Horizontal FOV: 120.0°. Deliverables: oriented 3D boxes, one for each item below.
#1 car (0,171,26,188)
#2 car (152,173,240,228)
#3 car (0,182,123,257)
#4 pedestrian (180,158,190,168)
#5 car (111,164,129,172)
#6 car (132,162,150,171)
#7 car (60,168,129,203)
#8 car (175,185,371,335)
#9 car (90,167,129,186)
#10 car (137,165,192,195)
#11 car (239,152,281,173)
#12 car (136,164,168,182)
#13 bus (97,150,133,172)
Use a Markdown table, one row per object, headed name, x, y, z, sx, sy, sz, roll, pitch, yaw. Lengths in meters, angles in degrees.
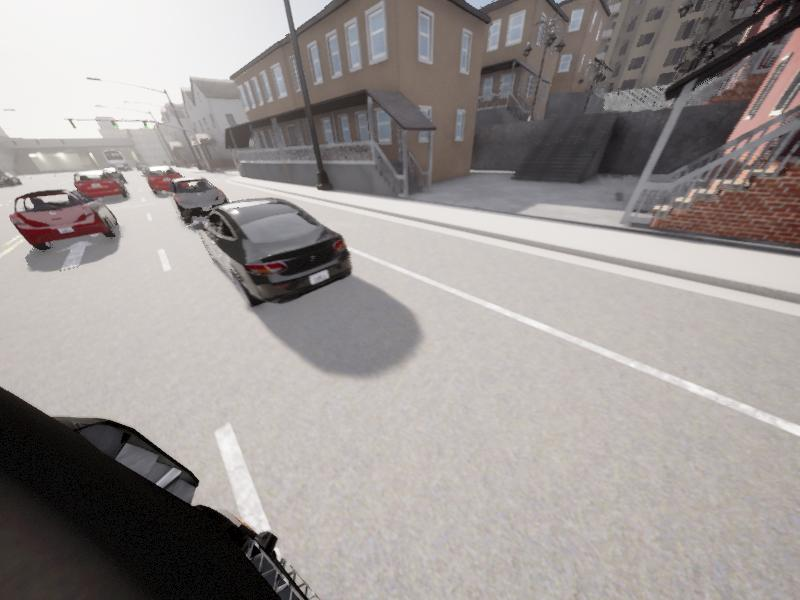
| name | x | y | z | sx | sy | sz | roll | pitch | yaw |
| --- | --- | --- | --- | --- | --- | --- | --- | --- | --- |
| car | -51.781 | -15.713 | 30.045 | 4.856 | 1.649 | 2.033 | 27 | 44 | 37 |
| car | -8.597 | -4.328 | 9.692 | 3.633 | 1.501 | 1.845 | 27 | 44 | 37 |
| car | -11.186 | -2.917 | 7.796 | 3.633 | 1.501 | 1.845 | 27 | 44 | 37 |
| pedestrian | -44.707 | -28.512 | 48.071 | 0.751 | 1.860 | 0.751 | -27 | 41 | -32 |
| car | -64.652 | -30.524 | 53.384 | 5.357 | 1.411 | 2.033 | 27 | 44 | 37 |
| car | -58.243 | -30.050 | 51.954 | 4.856 | 1.649 | 2.033 | 27 | 44 | 37 |
| car | -21.471 | -8.291 | 16.512 | 4.611 | 1.667 | 2.242 | 27 | 44 | 37 |
| car | -2.876 | -1.330 | 4.841 | 4.674 | 1.442 | 1.812 | 27 | 44 | 37 |
| car | -33.212 | -14.301 | 26.568 | 4.902 | 1.511 | 2.128 | 27 | 44 | 37 |
| car | -18.323 | -9.410 | 17.932 | 4.611 | 1.667 | 2.242 | 27 | 44 | 37 |
| car | -21.018 | -20.893 | 34.941 | 2.033 | 1.649 | 4.856 | 26 | 52 | 36 |
| car | -30.428 | -15.610 | 28.289 | 4.514 | 1.525 | 2.007 | 27 | 44 | 37 |
| bus | -72.577 | -35.678 | 59.146 | 10.273 | 4.253 | 3.944 | 27 | 44 | 37 |
